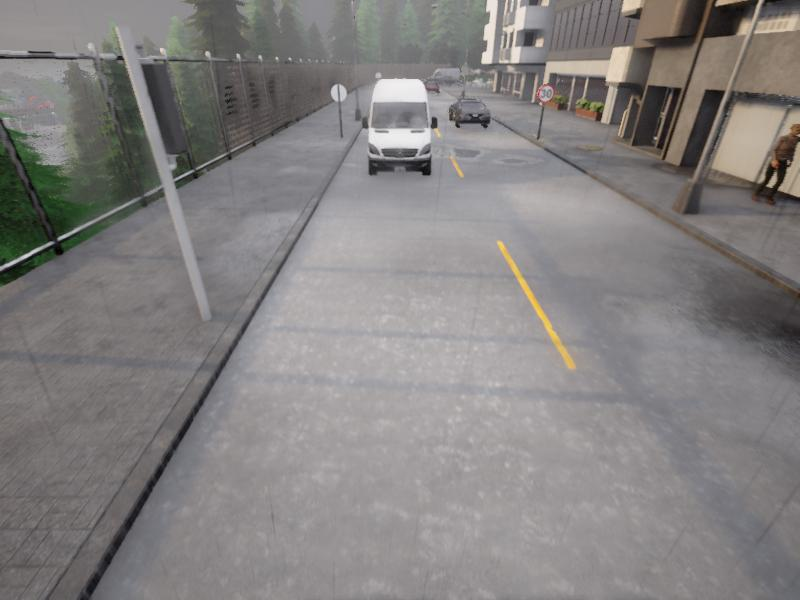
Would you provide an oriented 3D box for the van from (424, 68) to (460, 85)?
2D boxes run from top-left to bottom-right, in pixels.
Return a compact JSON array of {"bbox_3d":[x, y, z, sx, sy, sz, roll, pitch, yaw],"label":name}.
[{"bbox_3d":[7.465,-39.455,70.728,5.915,2.561,1.988,-8,30,-14],"label":"van"}]

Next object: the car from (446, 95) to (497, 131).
[{"bbox_3d":[3.995,-11.041,23.417,2.033,1.411,5.357,0,30,0],"label":"car"}]

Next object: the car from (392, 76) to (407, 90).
[{"bbox_3d":[-0.056,-31.600,58.237,2.152,1.651,5.027,0,30,1],"label":"car"}]

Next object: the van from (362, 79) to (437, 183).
[{"bbox_3d":[-0.008,-6.073,13.818,1.988,2.561,5.915,0,30,0],"label":"van"}]

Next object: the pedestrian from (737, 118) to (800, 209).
[{"bbox_3d":[8.767,-3.128,9.199,0.751,1.860,0.751,5,31,9],"label":"pedestrian"}]

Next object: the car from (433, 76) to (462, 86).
[{"bbox_3d":[7.961,-36.929,67.450,4.892,1.490,1.837,-21,34,-32],"label":"car"}]

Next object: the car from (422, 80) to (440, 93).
[{"bbox_3d":[3.984,-27.751,51.927,1.994,1.385,4.181,0,30,0],"label":"car"}]
